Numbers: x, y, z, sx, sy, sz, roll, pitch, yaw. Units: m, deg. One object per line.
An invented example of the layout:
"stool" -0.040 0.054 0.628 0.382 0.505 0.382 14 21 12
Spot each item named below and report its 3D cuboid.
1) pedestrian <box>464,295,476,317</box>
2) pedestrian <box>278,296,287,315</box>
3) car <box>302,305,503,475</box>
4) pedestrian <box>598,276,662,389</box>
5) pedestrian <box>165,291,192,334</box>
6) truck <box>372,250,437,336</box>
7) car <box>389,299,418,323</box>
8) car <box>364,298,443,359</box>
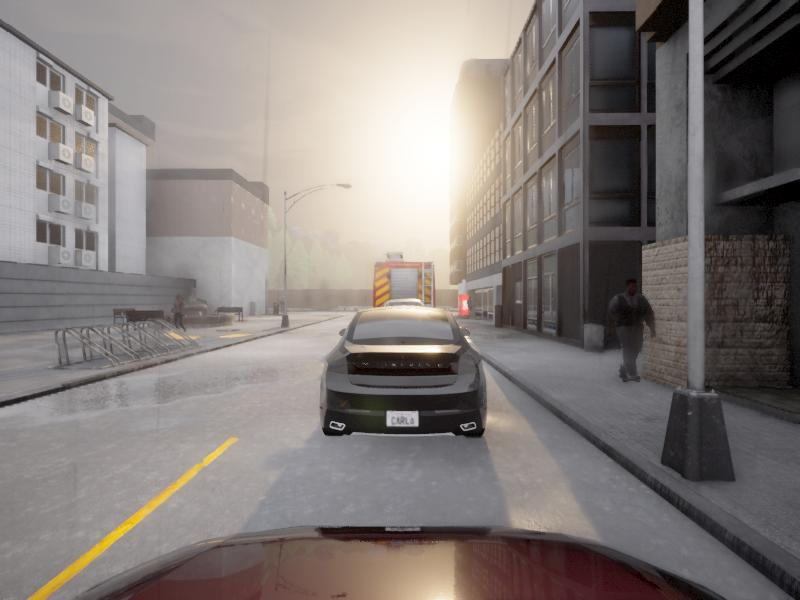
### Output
"pedestrian" 5.974 0.525 34.271 0.751 1.860 0.751 0 0 -19
"pedestrian" -11.422 0.547 38.926 0.751 1.860 0.751 0 0 -10
"car" 0.063 0.845 6.103 1.837 1.490 4.892 0 0 1
"pedestrian" 4.003 0.533 7.017 0.751 1.860 0.751 0 0 8
"pedestrian" -9.709 0.533 17.569 0.751 1.860 0.751 0 0 0
"truck" 0.248 -0.321 22.112 2.891 3.827 8.468 0 0 1
"car" 0.308 0.778 30.924 2.033 1.649 4.856 0 0 1
"car" 0.140 0.781 13.363 2.152 1.651 5.027 0 0 1
